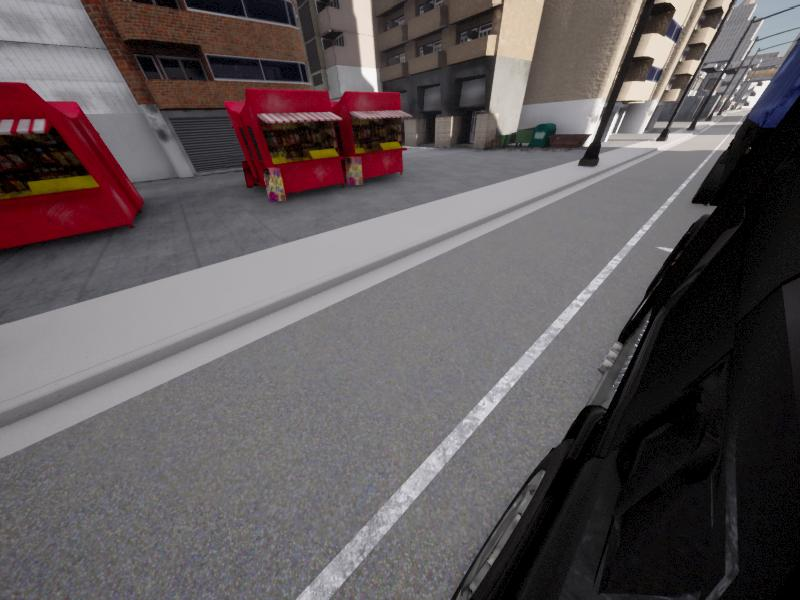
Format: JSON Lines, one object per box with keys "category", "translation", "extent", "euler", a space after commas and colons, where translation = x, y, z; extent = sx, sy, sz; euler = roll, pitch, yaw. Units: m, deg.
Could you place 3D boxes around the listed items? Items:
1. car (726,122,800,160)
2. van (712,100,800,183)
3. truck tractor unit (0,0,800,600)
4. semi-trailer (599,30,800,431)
{"category": "car", "translation": [22.055, -9.674, 13.940], "extent": [4.902, 1.511, 2.128], "euler": [-28, 44, -30]}
{"category": "van", "translation": [16.399, -6.998, 9.959], "extent": [6.366, 2.431, 2.351], "euler": [-28, 44, -30]}
{"category": "truck tractor unit", "translation": [2.645, -0.295, 0.351], "extent": [6.516, 4.208, 3.053], "euler": [-28, 44, -30]}
{"category": "semi-trailer", "translation": [8.635, -3.647, 4.288], "extent": [14.254, 4.402, 2.717], "euler": [-29, 44, -30]}
